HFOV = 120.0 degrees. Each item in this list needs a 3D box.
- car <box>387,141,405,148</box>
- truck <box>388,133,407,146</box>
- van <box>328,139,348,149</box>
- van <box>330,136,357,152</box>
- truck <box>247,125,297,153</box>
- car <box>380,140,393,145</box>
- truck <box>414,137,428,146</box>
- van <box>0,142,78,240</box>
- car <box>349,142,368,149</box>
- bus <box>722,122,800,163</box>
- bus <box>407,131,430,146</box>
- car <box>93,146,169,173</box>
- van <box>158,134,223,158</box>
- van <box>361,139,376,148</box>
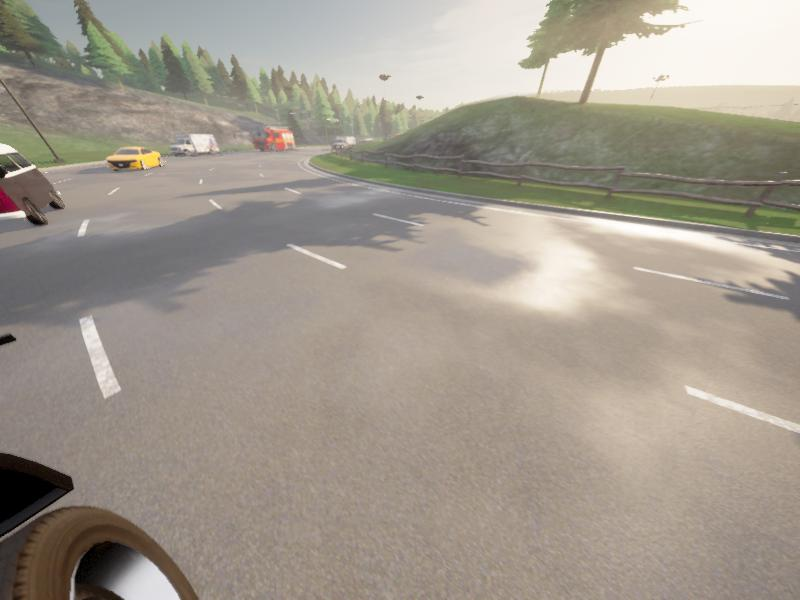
[{"bbox_3d":[-1.123,-45.465,67.551,5.027,1.651,2.152,2,35,2],"label":"car"},{"bbox_3d":[-0.969,-60.332,86.620,2.891,3.827,8.468,21,40,26],"label":"truck"},{"bbox_3d":[-14.743,-37.513,55.498,1.775,1.987,4.442,21,40,27],"label":"van"},{"bbox_3d":[-11.444,-32.030,47.340,2.351,2.431,6.366,10,36,14],"label":"van"},{"bbox_3d":[-23.345,-29.932,42.972,2.891,3.827,8.468,8,36,10],"label":"truck"},{"bbox_3d":[-5.047,-59.508,87.310,2.152,1.651,5.027,20,40,26],"label":"car"},{"bbox_3d":[7.582,-56.207,82.040,2.627,2.467,5.204,21,40,26],"label":"truck"},{"bbox_3d":[-12.107,-3.287,6.684,2.069,2.038,4.480,-27,44,-33],"label":"van"},{"bbox_3d":[-10.024,-37.492,56.059,4.181,1.385,1.994,-29,45,-35],"label":"car"},{"bbox_3d":[52.970,-20.902,30.754,10.273,4.253,3.944,20,40,26],"label":"bus"},{"bbox_3d":[6.836,-59.868,85.685,3.944,4.253,10.273,21,40,26],"label":"bus"},{"bbox_3d":[-21.079,-11.317,18.451,1.882,1.535,5.008,-12,37,-18],"label":"car"},{"bbox_3d":[-28.315,-21.193,31.719,2.351,2.431,6.366,2,35,8],"label":"van"},{"bbox_3d":[-8.655,-42.864,63.163,2.069,2.038,4.480,13,37,18],"label":"van"}]
